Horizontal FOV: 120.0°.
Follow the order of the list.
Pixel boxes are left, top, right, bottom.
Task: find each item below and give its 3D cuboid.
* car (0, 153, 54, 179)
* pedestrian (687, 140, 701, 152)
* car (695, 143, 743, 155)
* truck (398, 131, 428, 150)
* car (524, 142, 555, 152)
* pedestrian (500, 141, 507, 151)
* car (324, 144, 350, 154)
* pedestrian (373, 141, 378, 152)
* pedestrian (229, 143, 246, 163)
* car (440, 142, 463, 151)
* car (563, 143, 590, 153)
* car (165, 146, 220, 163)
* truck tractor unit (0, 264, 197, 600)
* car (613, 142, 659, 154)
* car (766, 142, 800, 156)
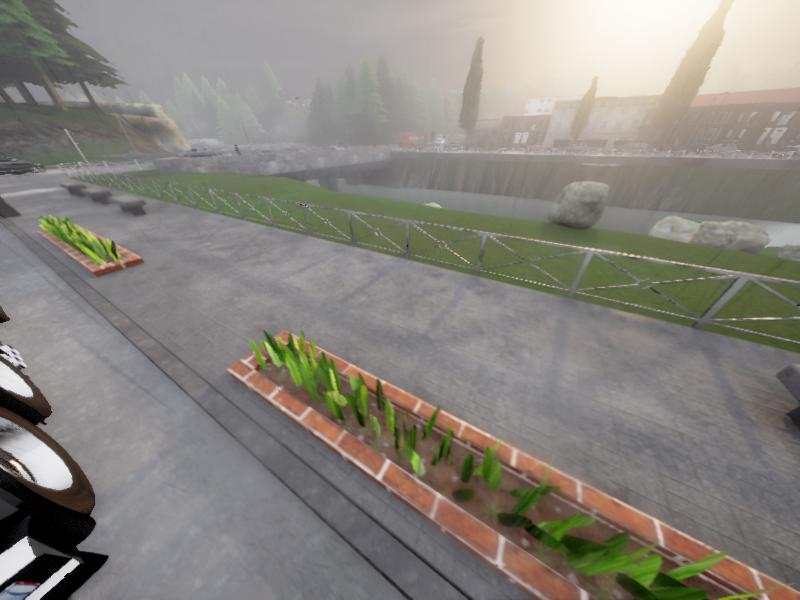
[{"bbox_3d":[-30.442,-10.205,17.598,1.816,1.474,4.193,-1,35,1],"label":"car"},{"bbox_3d":[53.362,-27.956,41.890,0.751,1.860,0.751,24,42,31],"label":"pedestrian"},{"bbox_3d":[51.001,-24.207,37.062,3.806,1.475,1.970,18,39,24],"label":"car"},{"bbox_3d":[3.179,-41.100,59.627,2.891,3.827,8.468,-22,40,-28],"label":"truck"},{"bbox_3d":[28.687,-31.537,47.633,5.027,1.651,2.152,18,39,24],"label":"car"},{"bbox_3d":[22.864,-34.188,51.234,0.751,1.860,0.751,-5,35,-6],"label":"pedestrian"},{"bbox_3d":[-12.161,-29.422,44.996,2.038,1.542,4.974,18,39,24],"label":"car"},{"bbox_3d":[-4.949,-30.908,46.562,0.751,1.860,0.751,17,38,23],"label":"pedestrian"},{"bbox_3d":[-18.696,-16.981,26.672,0.751,1.860,0.751,12,37,17],"label":"pedestrian"},{"bbox_3d":[12.358,-36.864,55.399,4.856,1.649,2.033,17,39,25],"label":"car"},{"bbox_3d":[34.344,-29.635,44.985,3.806,1.475,1.970,18,39,24],"label":"car"},{"bbox_3d":[-27.062,-19.242,30.374,2.242,1.667,4.611,18,39,24],"label":"car"},{"bbox_3d":[-5.111,-0.301,0.777,6.516,4.208,3.053,18,39,24],"label":"truck tractor unit"},{"bbox_3d":[42.011,-27.206,41.294,5.238,1.638,1.930,18,39,24],"label":"car"},{"bbox_3d":[58.424,-21.857,33.486,5.238,1.638,1.930,18,39,24],"label":"car"}]
